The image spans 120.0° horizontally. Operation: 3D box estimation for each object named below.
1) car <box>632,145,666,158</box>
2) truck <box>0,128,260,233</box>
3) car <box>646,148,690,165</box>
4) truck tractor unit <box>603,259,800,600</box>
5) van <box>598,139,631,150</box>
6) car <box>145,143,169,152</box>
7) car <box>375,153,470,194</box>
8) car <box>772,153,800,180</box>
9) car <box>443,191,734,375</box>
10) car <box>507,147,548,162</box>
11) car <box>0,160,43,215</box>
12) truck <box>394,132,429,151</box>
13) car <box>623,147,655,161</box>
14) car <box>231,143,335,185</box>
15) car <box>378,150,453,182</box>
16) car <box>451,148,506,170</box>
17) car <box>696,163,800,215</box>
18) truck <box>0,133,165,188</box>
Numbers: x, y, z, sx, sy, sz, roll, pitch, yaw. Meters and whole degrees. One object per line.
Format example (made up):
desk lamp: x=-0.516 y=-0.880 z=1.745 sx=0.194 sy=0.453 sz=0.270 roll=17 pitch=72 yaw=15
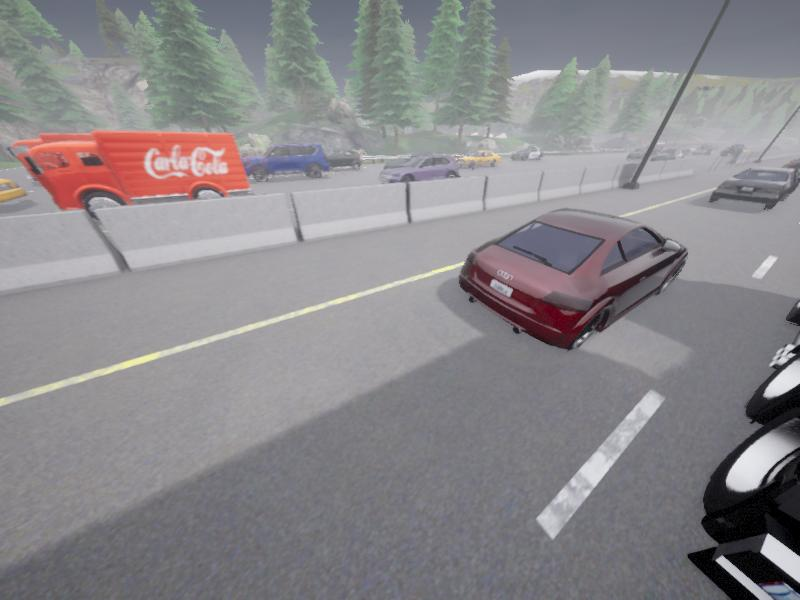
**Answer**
car: x=43.078 y=-25.738 z=39.944 sx=4.611 sy=1.667 sz=2.242 roll=-17 pitch=38 yaw=-23
truck: x=-8.317 y=-4.360 z=8.044 sx=5.204 sy=2.467 sz=2.627 roll=-19 pitch=39 yaw=-25
car: x=33.485 y=-18.003 z=28.853 sx=4.974 sy=1.542 sz=2.038 roll=-19 pitch=39 yaw=-25
truck tractor unit: x=5.102 y=-0.309 z=0.796 sx=6.516 sy=4.208 sz=3.053 roll=-19 pitch=39 yaw=-25
van: x=60.021 y=-43.642 z=64.701 sx=1.988 sy=2.561 sz=5.915 roll=-19 pitch=39 yaw=-25
car: x=-48.406 y=-30.512 z=46.174 sx=2.128 sy=1.511 sz=4.902 roll=-18 pitch=39 yaw=-24
car: x=1.255 y=-7.233 z=12.997 sx=4.856 sy=1.649 sz=2.033 roll=-18 pitch=39 yaw=-25
car: x=31.804 y=-10.461 z=17.998 sx=4.974 sy=1.542 sz=2.038 roll=-19 pitch=39 yaw=-25
car: x=3.077 y=-0.765 z=3.936 sx=4.181 sy=1.385 sz=1.994 roll=-18 pitch=39 yaw=-25
car: x=16.936 y=-19.426 z=30.757 sx=4.974 sy=1.542 sz=2.038 roll=-19 pitch=39 yaw=-25
car: x=-16.797 y=-3.467 z=7.461 sx=5.366 sy=1.575 sz=1.801 roll=-19 pitch=39 yaw=-25
truck: x=2.800 y=-40.508 z=58.911 sx=8.468 sy=3.827 sz=2.891 roll=20 pitch=39 yaw=26
car: x=33.890 y=-20.710 z=32.756 sx=3.633 sy=1.501 sz=1.845 roll=-22 pitch=40 yaw=-29
car: x=-7.497 y=-9.120 z=15.265 sx=5.566 sy=2.045 sz=2.150 roll=-19 pitch=39 yaw=-25
car: x=1.097 y=-9.523 z=16.251 sx=4.611 sy=1.667 sz=2.242 roll=-19 pitch=39 yaw=-25
car: x=7.799 y=-14.058 z=22.913 sx=5.366 sy=1.575 sz=1.801 roll=-19 pitch=39 yaw=-25
car: x=15.935 y=-5.086 z=10.244 sx=5.357 sy=1.411 sz=2.033 roll=-19 pitch=39 yaw=-25
truck: x=-18.456 y=-8.367 z=13.718 sx=5.204 sy=2.467 sz=2.627 roll=-10 pitch=36 yaw=-15
